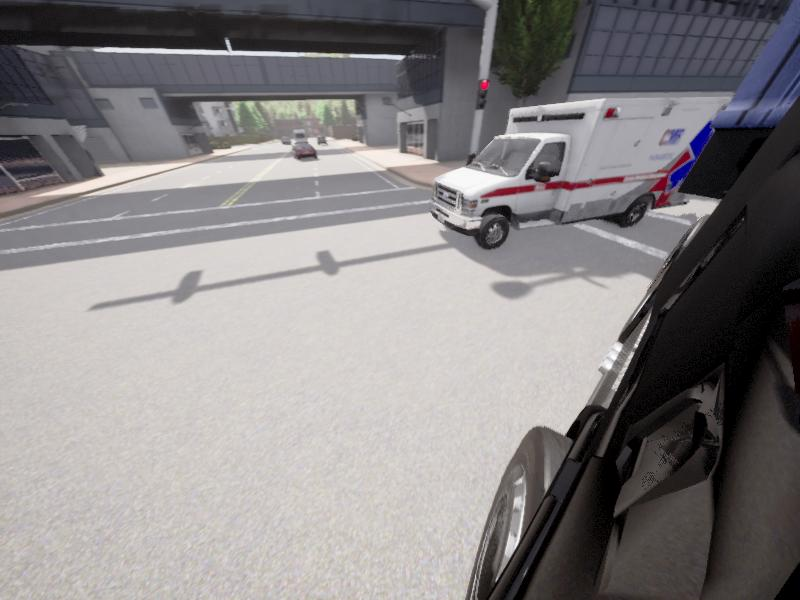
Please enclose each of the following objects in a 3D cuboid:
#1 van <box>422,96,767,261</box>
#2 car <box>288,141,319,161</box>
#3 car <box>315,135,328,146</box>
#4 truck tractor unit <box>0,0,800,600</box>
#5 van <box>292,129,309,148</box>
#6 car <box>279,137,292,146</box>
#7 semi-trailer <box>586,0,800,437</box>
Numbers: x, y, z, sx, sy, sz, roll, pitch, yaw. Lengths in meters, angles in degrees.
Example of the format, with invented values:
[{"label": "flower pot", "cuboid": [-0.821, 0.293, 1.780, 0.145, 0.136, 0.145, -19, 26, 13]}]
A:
[{"label": "van", "cuboid": [3.943, -3.077, 5.501, 6.366, 2.431, 2.351, -12, 38, -13]}, {"label": "car", "cuboid": [-9.869, -15.214, 23.501, 1.994, 1.385, 4.181, -19, 40, -21]}, {"label": "car", "cuboid": [-14.874, -30.285, 43.809, 1.851, 1.617, 3.988, -11, 37, -11]}, {"label": "truck tractor unit", "cuboid": [2.645, -0.295, 0.351, 6.516, 4.208, 3.053, -28, 44, -30]}, {"label": "van", "cuboid": [-18.078, -29.534, 42.220, 1.988, 2.561, 5.915, -12, 38, -13]}, {"label": "car", "cuboid": [-24.769, -34.557, 50.235, 1.837, 1.490, 4.892, -13, 38, -14]}, {"label": "semi-trailer", "cuboid": [9.624, -2.720, 3.006, 14.254, 4.402, 2.717, -16, 38, -17]}]
